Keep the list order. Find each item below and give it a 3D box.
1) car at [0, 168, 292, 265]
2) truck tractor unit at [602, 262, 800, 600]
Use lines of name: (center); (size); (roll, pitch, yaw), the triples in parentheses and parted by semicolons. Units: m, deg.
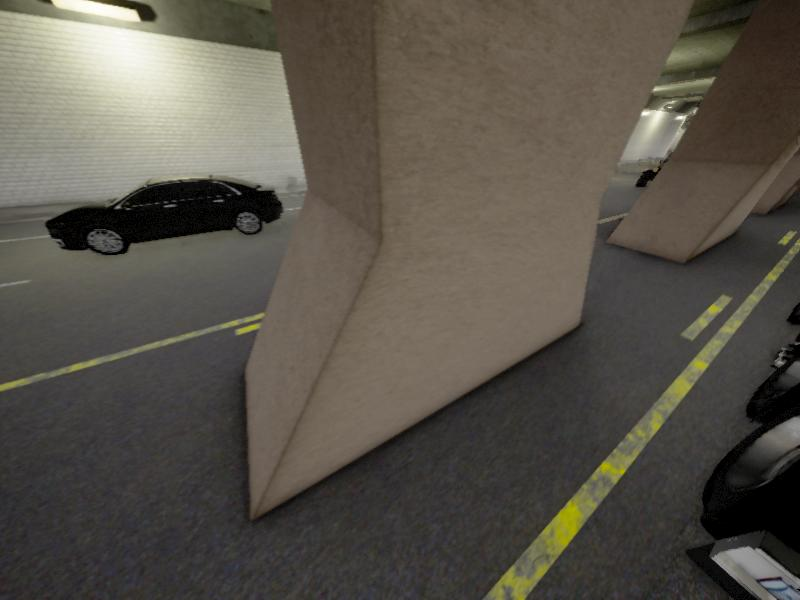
car: (-5.877, -2.530, 6.284); (4.892, 1.490, 1.837); (-18, 39, -24)
truck tractor unit: (5.113, -0.297, 0.787); (6.516, 4.208, 3.053); (-18, 39, -24)
